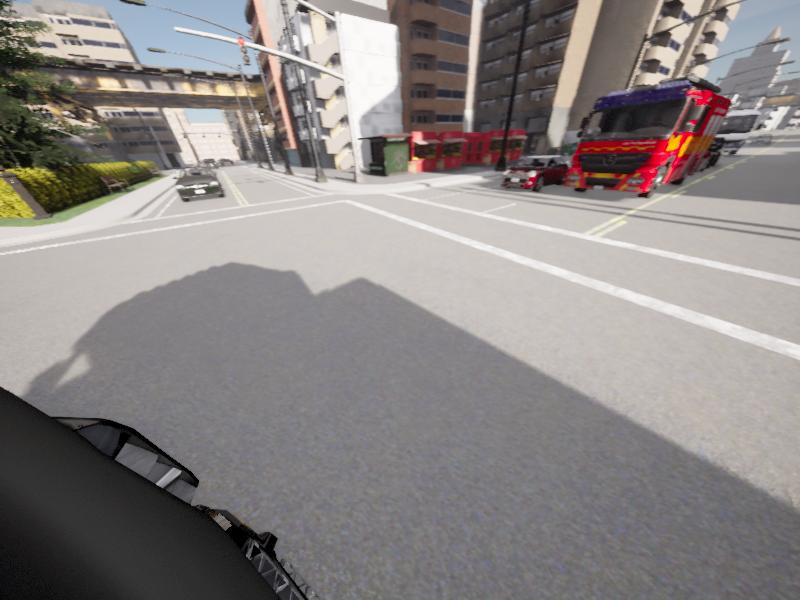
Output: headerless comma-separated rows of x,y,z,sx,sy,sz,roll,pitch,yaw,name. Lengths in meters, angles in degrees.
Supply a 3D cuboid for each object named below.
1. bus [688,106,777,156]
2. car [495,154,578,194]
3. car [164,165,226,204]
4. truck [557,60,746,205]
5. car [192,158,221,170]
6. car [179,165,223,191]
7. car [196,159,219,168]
40.187,-20.591,28.622,3.944,4.253,10.273,26,43,36,bus
7.268,-6.825,12.346,3.806,1.475,1.970,-23,38,-27,car
-12.994,-7.607,14.945,2.152,1.651,5.027,-23,38,-27,car
11.410,-7.217,10.517,8.468,3.827,2.891,-23,38,-28,truck
-38.346,-26.994,45.892,3.866,1.878,1.905,5,34,12,car
-16.927,-10.562,19.832,2.163,1.488,4.792,-23,38,-27,car
-47.481,-33.785,57.105,2.038,1.542,4.974,-8,34,-7,car
